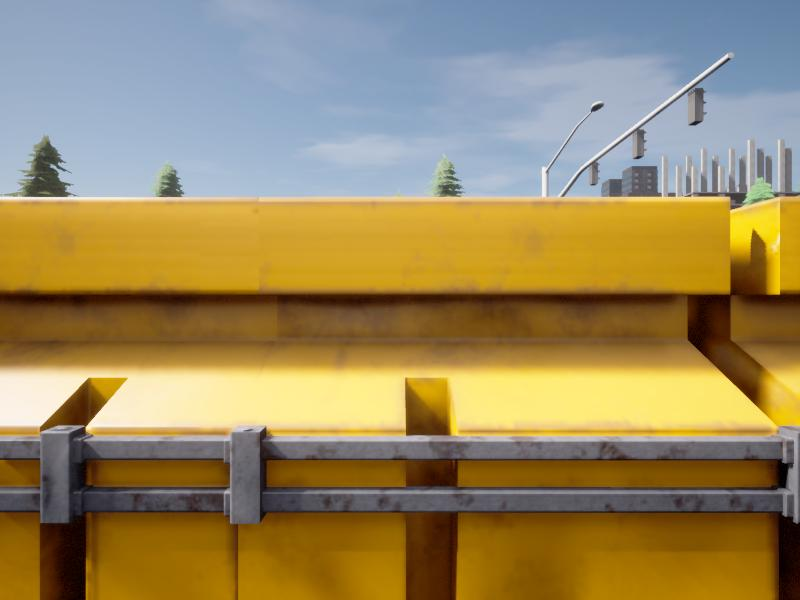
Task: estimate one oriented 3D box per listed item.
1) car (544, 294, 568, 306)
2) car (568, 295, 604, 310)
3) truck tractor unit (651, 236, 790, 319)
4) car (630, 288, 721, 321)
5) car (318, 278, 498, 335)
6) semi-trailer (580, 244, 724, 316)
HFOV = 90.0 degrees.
[{"bbox_3d":[26.709,-0.036,68.582,2.150,2.045,5.566,0,0,2],"label":"car"},{"bbox_3d":[18.815,0.250,40.680,1.970,1.475,3.806,0,0,2],"label":"car"},{"bbox_3d":[18.327,-1.123,23.569,3.053,4.208,6.516,0,0,2],"label":"truck tractor unit"},{"bbox_3d":[14.364,0.222,21.270,2.038,1.542,4.974,0,0,9],"label":"car"},{"bbox_3d":[0.227,0.171,12.628,5.238,1.638,1.930,0,0,0],"label":"car"},{"bbox_3d":[18.565,-1.222,31.481,2.717,4.402,14.254,0,0,2],"label":"semi-trailer"}]
